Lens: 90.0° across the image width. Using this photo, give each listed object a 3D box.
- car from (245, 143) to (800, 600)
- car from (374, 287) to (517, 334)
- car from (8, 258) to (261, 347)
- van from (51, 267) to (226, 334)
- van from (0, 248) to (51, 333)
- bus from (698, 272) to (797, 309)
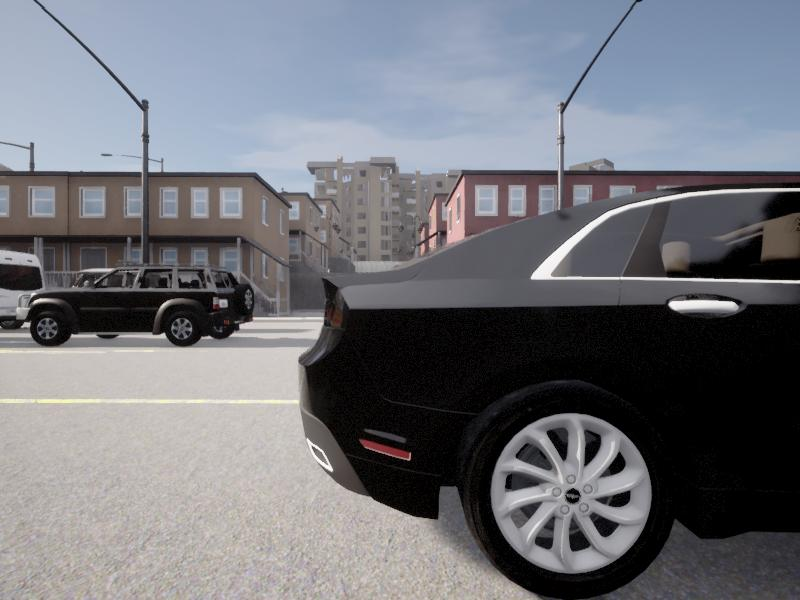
[{"bbox_3d":[1.953,0.244,2.190,4.892,1.490,1.837,0,0,1],"label":"car"},{"bbox_3d":[1.344,0.307,12.701,4.181,1.385,1.994,0,0,1],"label":"car"},{"bbox_3d":[-5.869,0.052,9.285,4.605,1.855,1.932,0,0,1],"label":"car"},{"bbox_3d":[-8.192,-0.005,12.806,4.442,1.987,1.775,0,0,1],"label":"van"},{"bbox_3d":[-15.030,-0.278,12.886,5.915,2.561,1.988,0,0,1],"label":"van"},{"bbox_3d":[44.246,-1.131,51.662,3.944,4.253,10.273,0,0,1],"label":"bus"}]
